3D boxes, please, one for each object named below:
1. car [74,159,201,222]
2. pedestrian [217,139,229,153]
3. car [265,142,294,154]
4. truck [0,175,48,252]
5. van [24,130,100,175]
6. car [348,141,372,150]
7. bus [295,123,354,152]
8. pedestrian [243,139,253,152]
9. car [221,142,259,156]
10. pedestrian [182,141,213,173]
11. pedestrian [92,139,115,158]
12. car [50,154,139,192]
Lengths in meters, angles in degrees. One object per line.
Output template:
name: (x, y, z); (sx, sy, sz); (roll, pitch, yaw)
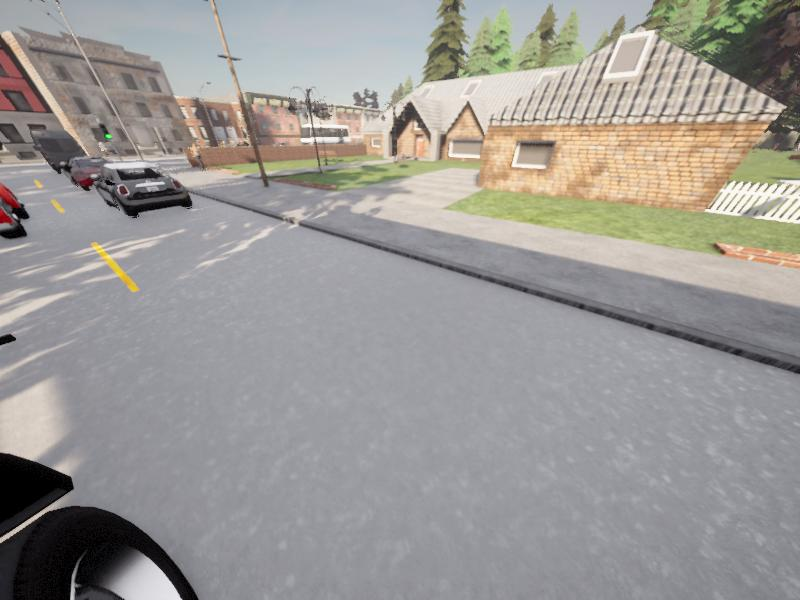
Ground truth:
car: (-9.676, -4.220, 8.554); (3.806, 1.475, 1.970); (22, 41, 28)
pedestrian: (-27.973, -24.353, 36.462); (0.751, 1.860, 0.751); (-28, 44, -34)
car: (-20.143, -25.545, 38.733); (1.845, 1.501, 3.633); (22, 41, 28)
truck: (-11.972, -2.752, 5.579); (5.204, 2.467, 2.627); (22, 41, 27)
van: (-25.479, -11.192, 17.407); (5.915, 2.561, 1.988); (24, 41, 29)
car: (-8.889, -34.711, 51.815); (1.801, 1.575, 5.366); (22, 41, 28)
bus: (-14.140, -31.411, 44.759); (3.944, 4.253, 10.273); (22, 41, 28)
pedestrian: (-25.713, -26.194, 39.098); (0.751, 1.860, 0.751); (21, 40, 27)
car: (-23.807, -22.601, 34.450); (1.851, 1.617, 3.988); (22, 41, 28)
pedestrian: (-14.239, -10.110, 16.317); (0.751, 1.860, 0.751); (13, 37, 17)
pedestrian: (-35.087, -17.992, 27.359); (0.751, 1.860, 0.751); (18, 39, 23)
car: (-16.504, -6.962, 12.487); (4.181, 1.385, 1.994); (22, 41, 28)
